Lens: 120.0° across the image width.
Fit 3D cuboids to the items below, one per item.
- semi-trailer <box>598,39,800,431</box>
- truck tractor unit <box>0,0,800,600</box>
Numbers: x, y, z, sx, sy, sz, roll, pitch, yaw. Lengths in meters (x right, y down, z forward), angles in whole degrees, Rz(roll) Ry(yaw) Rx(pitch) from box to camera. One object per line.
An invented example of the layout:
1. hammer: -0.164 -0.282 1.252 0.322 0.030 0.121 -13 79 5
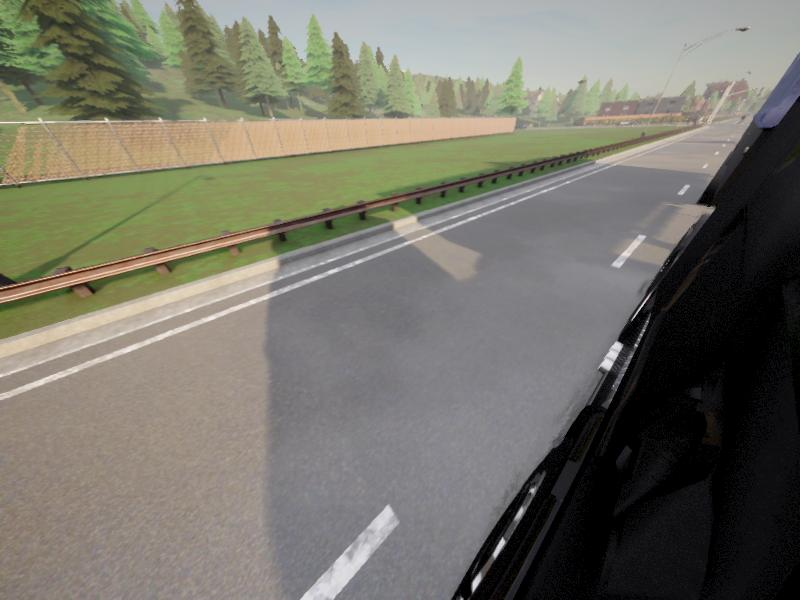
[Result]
1. semi-trailer: 8.699 -3.594 4.241 14.254 4.402 2.717 -28 44 -30
2. truck tractor unit: 2.645 -0.295 0.351 6.516 4.208 3.053 -28 44 -30
